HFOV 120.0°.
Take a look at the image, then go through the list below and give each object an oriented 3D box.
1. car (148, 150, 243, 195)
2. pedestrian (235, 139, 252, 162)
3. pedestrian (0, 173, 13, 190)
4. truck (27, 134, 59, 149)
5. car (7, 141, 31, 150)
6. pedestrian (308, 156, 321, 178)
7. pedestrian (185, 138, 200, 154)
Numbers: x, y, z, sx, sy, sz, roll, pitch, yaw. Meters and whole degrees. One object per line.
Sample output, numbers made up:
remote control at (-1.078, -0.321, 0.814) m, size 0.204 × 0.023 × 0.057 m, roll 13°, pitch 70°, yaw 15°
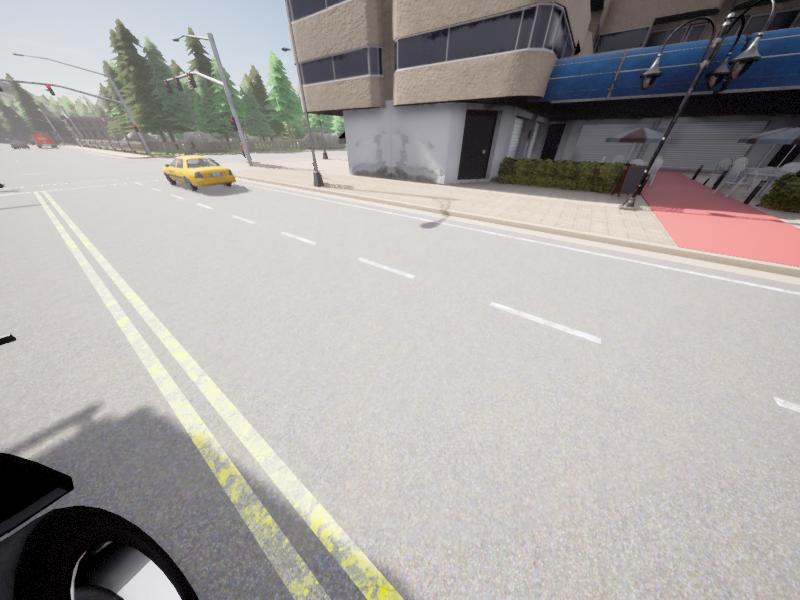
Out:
car at (-10.873, -6.875, 12.229) m, size 5.366 × 1.575 × 1.801 m, roll 22°, pitch 41°, yaw 28°
pedestrian at (-14.869, -14.258, 22.037) m, size 0.751 × 1.860 × 0.751 m, roll -14°, pitch 38°, yaw -20°
pedestrian at (-20.205, -6.336, 11.096) m, size 0.751 × 1.860 × 0.751 m, roll 29°, pitch 44°, yaw 34°
truck at (-76.984, -34.248, 49.852) m, size 5.204 × 2.467 × 2.627 m, roll 22°, pitch 41°, yaw 28°
car at (-76.178, -30.996, 46.204) m, size 4.181 × 1.385 × 1.994 m, roll 23°, pitch 41°, yaw 28°
pedestrian at (-5.246, -8.178, 14.228) m, size 0.500 × 1.100 × 0.500 m, roll -13°, pitch 37°, yaw -18°
pedestrian at (-28.290, -21.000, 31.515) m, size 0.751 × 1.860 × 0.751 m, roll 29°, pitch 44°, yaw 34°
